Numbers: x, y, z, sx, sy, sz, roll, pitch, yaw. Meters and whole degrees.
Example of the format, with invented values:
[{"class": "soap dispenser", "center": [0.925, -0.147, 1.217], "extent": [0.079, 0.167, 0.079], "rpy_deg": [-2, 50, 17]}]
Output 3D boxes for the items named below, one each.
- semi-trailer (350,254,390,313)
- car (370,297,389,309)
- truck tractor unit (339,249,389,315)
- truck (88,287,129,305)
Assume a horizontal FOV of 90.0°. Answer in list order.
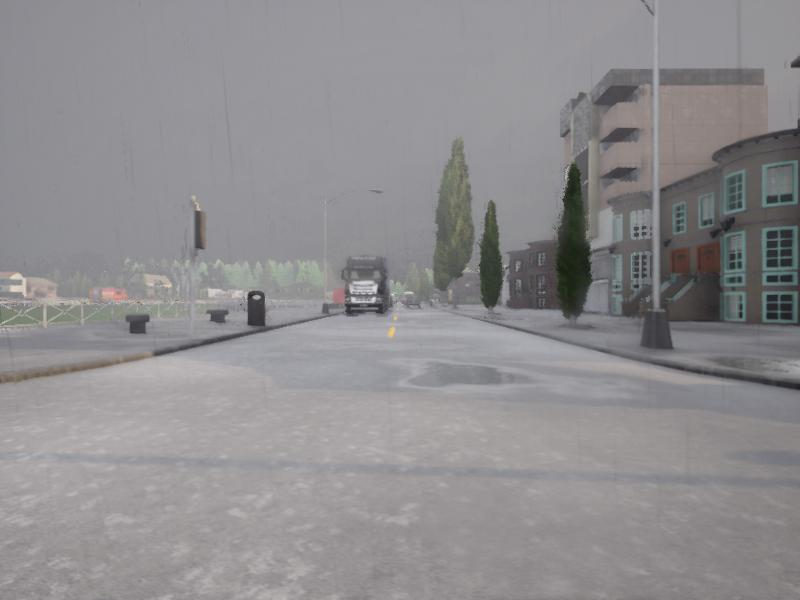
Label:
[{"class": "semi-trailer", "center": [-2.411, -1.217, 36.672], "extent": [2.717, 4.402, 14.254], "rpy_deg": [0, 0, 0]}, {"class": "car", "center": [-2.326, 0.308, 46.774], "extent": [1.994, 1.385, 4.181], "rpy_deg": [0, 0, 0]}, {"class": "truck tractor unit", "center": [-2.350, -1.124, 28.759], "extent": [3.053, 4.208, 6.516], "rpy_deg": [0, 0, 0]}, {"class": "truck", "center": [-64.101, -0.895, 88.343], "extent": [2.891, 3.827, 8.468], "rpy_deg": [0, 0, 0]}]
